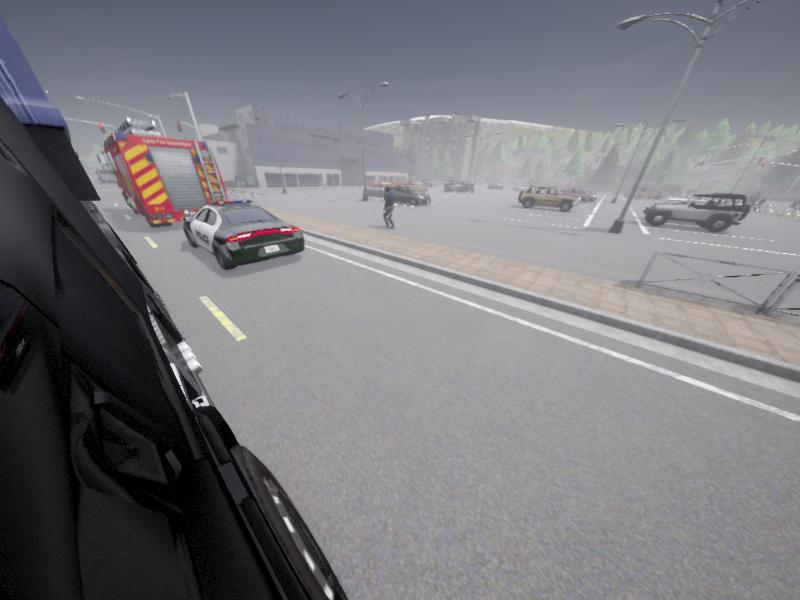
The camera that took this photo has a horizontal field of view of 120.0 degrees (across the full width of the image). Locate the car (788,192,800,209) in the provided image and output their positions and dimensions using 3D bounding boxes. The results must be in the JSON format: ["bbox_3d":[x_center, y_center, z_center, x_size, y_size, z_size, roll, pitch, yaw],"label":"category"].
[{"bbox_3d":[54.521,-13.035,30.459,1.905,1.878,3.866,23,35,34],"label":"car"}]

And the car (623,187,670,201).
[{"bbox_3d":[41.146,-17.862,38.801,5.027,1.636,2.152,22,34,33],"label":"car"}]

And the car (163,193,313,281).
[{"bbox_3d":[-5.141,-2.275,7.181,4.974,1.542,2.038,23,35,34],"label":"car"}]

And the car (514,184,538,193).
[{"bbox_3d":[26.872,-23.817,49.252,3.806,1.475,1.970,22,34,33],"label":"car"}]

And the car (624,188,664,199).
[{"bbox_3d":[43.107,-18.968,40.986,4.514,1.523,2.007,22,34,33],"label":"car"}]

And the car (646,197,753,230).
[{"bbox_3d":[19.330,-5.839,15.283,3.806,1.475,1.970,22,34,33],"label":"car"}]

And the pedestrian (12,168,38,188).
[{"bbox_3d":[-40.208,-13.104,24.771,0.751,1.860,0.751,16,31,24],"label":"pedestrian"}]

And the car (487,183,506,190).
[{"bbox_3d":[23.063,-27.234,55.397,3.633,1.501,1.845,22,34,33],"label":"car"}]

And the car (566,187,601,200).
[{"bbox_3d":[27.683,-16.176,34.913,3.633,1.501,1.845,22,34,33],"label":"car"}]

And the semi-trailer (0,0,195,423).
[{"bbox_3d":[-8.839,-2.880,4.815,14.254,4.402,2.717,19,33,34],"label":"semi-trailer"}]

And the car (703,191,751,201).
[{"bbox_3d":[62.867,-20.138,44.585,2.163,1.488,4.792,-4,29,-11],"label":"car"}]

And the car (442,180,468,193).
[{"bbox_3d":[9.572,-19.893,40.361,3.866,1.878,1.905,22,34,33],"label":"car"}]

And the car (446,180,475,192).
[{"bbox_3d":[11.108,-21.023,42.592,4.605,1.855,1.932,22,34,33],"label":"car"}]

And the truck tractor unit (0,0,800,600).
[{"bbox_3d":[-2.645,-0.295,0.351,6.516,4.208,3.053,28,44,30],"label":"truck tractor unit"}]

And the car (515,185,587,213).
[{"bbox_3d":[12.787,-8.761,19.823,4.605,1.855,1.932,22,34,33],"label":"car"}]

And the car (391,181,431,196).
[{"bbox_3d":[1.408,-15.351,31.619,5.027,1.636,2.152,22,34,33],"label":"car"}]

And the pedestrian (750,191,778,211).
[{"bbox_3d":[39.150,-10.656,24.859,0.751,1.860,0.751,25,36,36],"label":"pedestrian"}]

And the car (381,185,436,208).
[{"bbox_3d":[0.648,-9.349,20.693,4.514,1.523,2.007,22,34,33],"label":"car"}]

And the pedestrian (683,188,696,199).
[{"bbox_3d":[56.270,-20.785,44.981,0.751,1.860,0.751,17,32,27],"label":"pedestrian"}]

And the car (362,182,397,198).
[{"bbox_3d":[-2.439,-12.935,27.074,3.806,1.475,1.970,22,34,33],"label":"car"}]

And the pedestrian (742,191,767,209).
[{"bbox_3d":[40.805,-11.545,26.606,0.751,1.860,0.751,23,35,34],"label":"pedestrian"}]

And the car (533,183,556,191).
[{"bbox_3d":[39.683,-31.167,63.483,4.605,1.855,1.932,22,34,33],"label":"car"}]

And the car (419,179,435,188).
[{"bbox_3d":[6.715,-28.634,56.948,1.905,1.878,3.866,23,34,34],"label":"car"}]

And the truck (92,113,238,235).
[{"bbox_3d":[-11.956,-6.139,11.593,8.468,3.827,2.891,23,35,34],"label":"truck"}]

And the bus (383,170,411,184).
[{"bbox_3d":[-1.236,-46.802,87.919,10.273,4.253,3.944,22,34,33],"label":"bus"}]

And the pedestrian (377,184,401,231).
[{"bbox_3d":[-0.500,-4.151,10.377,0.751,1.860,0.751,21,34,32],"label":"pedestrian"}]

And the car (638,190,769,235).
[{"bbox_3d":[16.746,-5.121,13.206,3.866,1.878,1.905,22,34,33],"label":"car"}]

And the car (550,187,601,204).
[{"bbox_3d":[21.276,-12.714,28.071,4.514,1.523,2.007,22,34,33],"label":"car"}]

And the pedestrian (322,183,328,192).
[{"bbox_3d":[-10.642,-15.884,32.713,0.500,1.100,0.500,22,34,33],"label":"pedestrian"}]
